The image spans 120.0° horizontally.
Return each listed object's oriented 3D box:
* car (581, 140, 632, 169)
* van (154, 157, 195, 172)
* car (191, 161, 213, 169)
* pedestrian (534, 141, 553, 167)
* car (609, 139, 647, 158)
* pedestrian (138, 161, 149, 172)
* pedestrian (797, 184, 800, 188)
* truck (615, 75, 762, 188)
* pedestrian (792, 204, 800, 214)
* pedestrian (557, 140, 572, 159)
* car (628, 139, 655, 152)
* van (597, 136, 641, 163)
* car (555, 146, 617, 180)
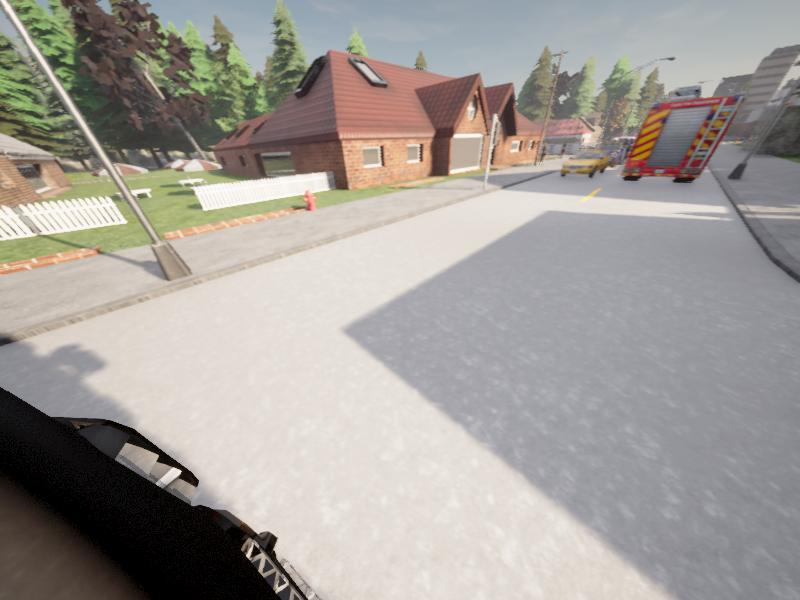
[{"bbox_3d":[17.431,-12.321,19.493,4.553,1.767,2.097,-30,42,-35],"label":"car"},{"bbox_3d":[-53.022,-32.033,54.470,2.351,2.431,6.366,27,44,37],"label":"van"},{"bbox_3d":[-51.794,-35.450,60.456,1.970,1.475,3.806,27,44,37],"label":"car"},{"bbox_3d":[12.615,-12.817,20.325,0.751,1.860,0.751,-21,38,-25],"label":"pedestrian"},{"bbox_3d":[26.775,-17.816,27.135,4.611,1.667,2.242,-30,42,-35],"label":"car"},{"bbox_3d":[-53.484,-27.868,48.136,0.751,1.860,0.751,26,43,36],"label":"pedestrian"},{"bbox_3d":[15.977,-5.014,8.313,0.751,1.860,0.751,21,41,32],"label":"pedestrian"},{"bbox_3d":[15.606,-9.066,12.907,8.468,3.827,2.891,-30,42,-34],"label":"truck"},{"bbox_3d":[11.474,-3.066,5.737,0.751,1.860,0.751,-5,34,-3],"label":"pedestrian"},{"bbox_3d":[18.969,-17.407,26.728,0.751,1.860,0.751,27,44,37],"label":"pedestrian"},{"bbox_3d":[37.490,-24.078,35.882,2.163,1.488,4.792,27,44,37],"label":"car"},{"bbox_3d":[21.902,-15.086,23.078,2.069,2.038,4.480,27,44,37],"label":"van"},{"bbox_3d":[12.562,-9.290,15.511,5.366,1.575,1.801,-30,42,-34],"label":"car"}]
